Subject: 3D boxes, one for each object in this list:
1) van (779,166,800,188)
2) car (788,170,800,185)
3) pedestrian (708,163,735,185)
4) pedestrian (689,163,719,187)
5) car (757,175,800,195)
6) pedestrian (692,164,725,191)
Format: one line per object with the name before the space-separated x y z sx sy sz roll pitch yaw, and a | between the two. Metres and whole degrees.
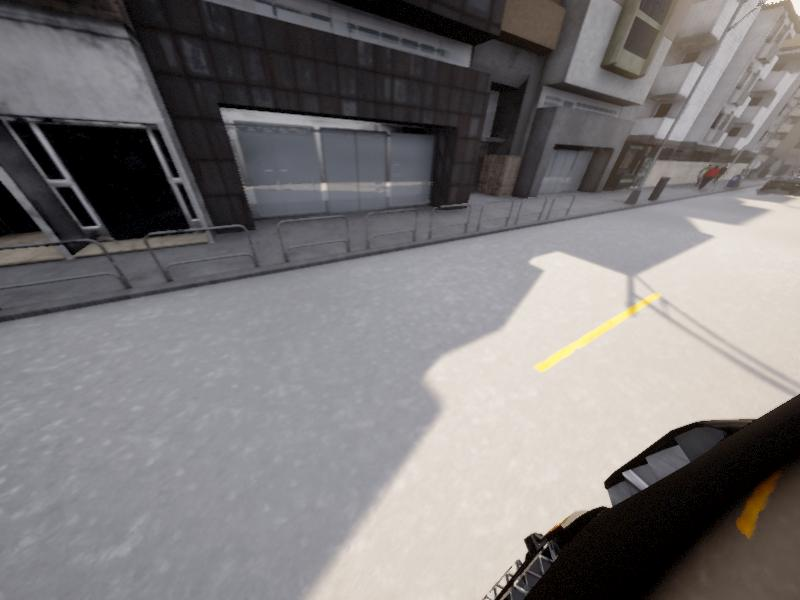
van | 47.235 -14.348 26.965 4.480 2.038 2.069 -16 38 -26
car | 54.968 -16.413 30.940 4.611 1.667 2.242 -17 38 -26
pedestrian | 33.157 -12.996 23.865 0.751 1.860 0.751 -27 44 -37
pedestrian | 27.621 -11.374 21.037 0.751 1.860 0.751 -17 38 -26
car | 35.291 -10.610 21.173 4.718 1.301 1.895 -16 38 -26
pedestrian | 24.938 -9.932 18.681 0.751 1.860 0.751 -19 39 -29
